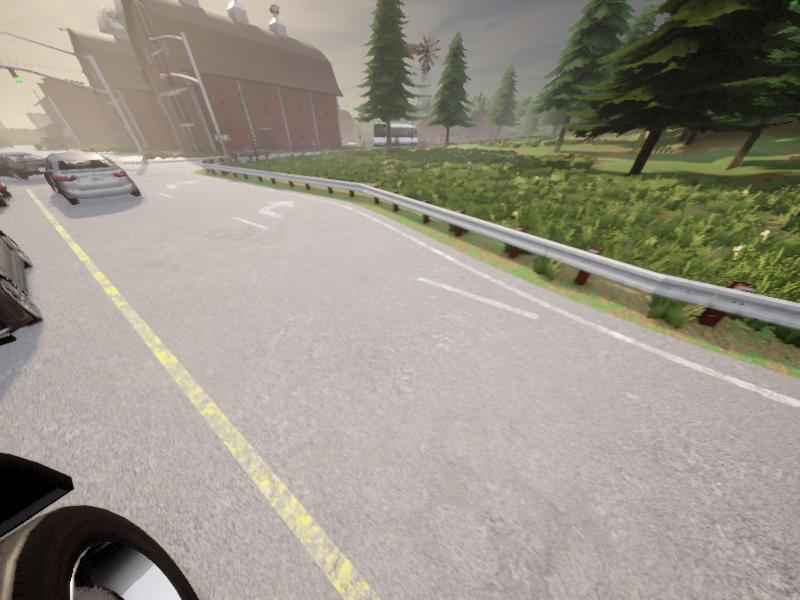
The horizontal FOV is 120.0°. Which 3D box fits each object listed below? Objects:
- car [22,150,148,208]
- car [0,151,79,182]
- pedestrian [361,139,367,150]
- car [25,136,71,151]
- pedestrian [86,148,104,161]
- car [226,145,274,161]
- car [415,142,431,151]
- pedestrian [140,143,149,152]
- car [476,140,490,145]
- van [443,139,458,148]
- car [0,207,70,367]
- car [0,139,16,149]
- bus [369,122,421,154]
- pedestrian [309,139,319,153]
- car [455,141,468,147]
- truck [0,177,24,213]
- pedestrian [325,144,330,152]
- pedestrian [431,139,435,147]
[{"bbox_3d":[-13.808,-5.486,10.157,4.611,1.667,2.242,21,40,27],"label":"car"},{"bbox_3d":[-24.286,-8.488,14.617,5.357,1.411,2.033,6,35,8],"label":"car"},{"bbox_3d":[-7.177,-30.764,45.657,0.751,1.860,0.751,16,38,21],"label":"pedestrian"},{"bbox_3d":[-62.481,-27.820,41.066,3.866,1.878,1.905,-6,41,-6],"label":"car"},{"bbox_3d":[-31.084,-14.871,23.552,0.500,1.100,0.500,1,35,1],"label":"pedestrian"},{"bbox_3d":[-17.872,-17.681,27.750,1.994,1.385,4.181,22,41,28],"label":"car"},{"bbox_3d":[4.922,-32.762,49.168,1.845,1.501,3.633,22,41,28],"label":"car"},{"bbox_3d":[-38.077,-22.726,34.447,0.500,1.100,0.500,-28,44,-34],"label":"pedestrian"},{"bbox_3d":[32.510,-61.574,90.314,4.514,1.525,2.007,0,35,0],"label":"car"},{"bbox_3d":[14.034,-43.851,64.531,2.069,2.038,4.480,22,41,28],"label":"van"},{"bbox_3d":[-7.057,-0.413,3.141,4.902,1.511,2.128,23,41,28],"label":"car"},{"bbox_3d":[-84.075,-33.177,49.092,3.705,1.549,1.789,22,40,27],"label":"car"},{"bbox_3d":[-0.564,-29.533,42.186,3.944,4.253,10.273,22,41,28],"label":"bus"},{"bbox_3d":[-14.089,-25.303,37.860,0.751,1.860,0.751,20,40,25],"label":"pedestrian"},{"bbox_3d":[18.524,-47.281,69.891,1.837,1.490,4.892,22,41,28],"label":"car"},{"bbox_3d":[-16.749,-4.539,8.098,5.204,2.467,2.627,22,40,27],"label":"truck"},{"bbox_3d":[-12.362,-25.932,39.424,0.500,1.100,0.500,17,39,23],"label":"pedestrian"},{"bbox_3d":[9.416,-44.354,65.059,0.751,1.860,0.751,16,38,21],"label":"pedestrian"}]
